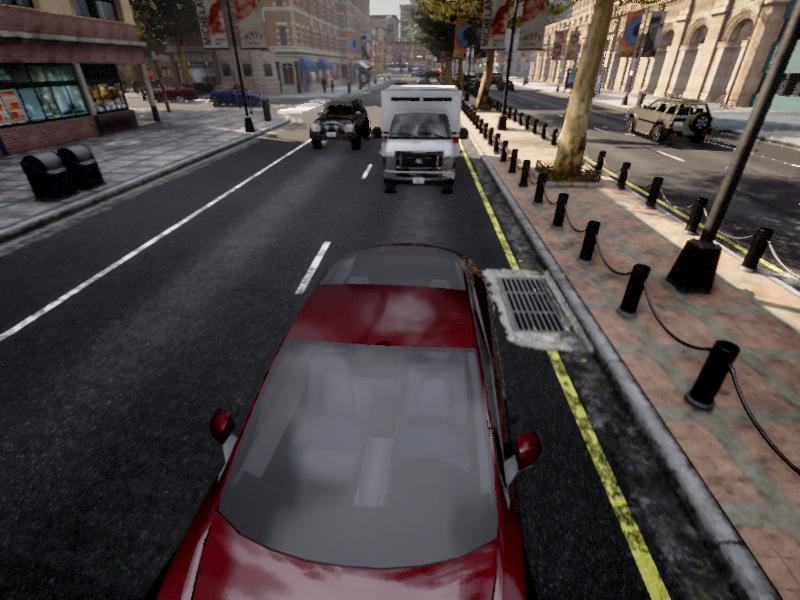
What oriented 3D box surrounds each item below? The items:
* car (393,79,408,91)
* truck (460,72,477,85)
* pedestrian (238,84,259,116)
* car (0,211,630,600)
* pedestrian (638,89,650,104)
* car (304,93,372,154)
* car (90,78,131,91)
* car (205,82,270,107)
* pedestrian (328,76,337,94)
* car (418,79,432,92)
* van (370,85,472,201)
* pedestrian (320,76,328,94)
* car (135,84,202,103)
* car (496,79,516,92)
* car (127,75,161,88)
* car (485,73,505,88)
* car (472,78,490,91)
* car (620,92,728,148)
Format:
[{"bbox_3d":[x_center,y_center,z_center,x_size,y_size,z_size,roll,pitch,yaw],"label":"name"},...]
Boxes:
[{"bbox_3d":[0.073,-31.142,57.923,1.895,1.301,4.718,2,30,3],"label":"car"},{"bbox_3d":[12.694,-41.414,74.710,2.390,2.098,6.274,2,30,3],"label":"truck"},{"bbox_3d":[-9.790,-12.981,25.970,0.751,1.860,0.751,2,30,3],"label":"pedestrian"},{"bbox_3d":[-0.121,0.770,3.227,2.163,1.488,4.792,3,30,6],"label":"car"},{"bbox_3d":[21.589,-17.998,35.354,0.500,1.100,0.500,4,31,6],"label":"pedestrian"},{"bbox_3d":[-2.520,-7.848,17.535,1.932,1.855,4.605,2,31,3],"label":"car"},{"bbox_3d":[-41.550,-31.041,57.540,2.128,1.511,4.902,2,30,3],"label":"car"},{"bbox_3d":[-13.948,-17.766,34.555,4.553,1.767,2.097,2,30,3],"label":"car"},{"bbox_3d":[-7.897,-25.024,46.555,0.751,1.860,0.751,1,30,2],"label":"pedestrian"},{"bbox_3d":[3.373,-29.356,54.738,1.812,1.442,4.674,2,30,3],"label":"car"},{"bbox_3d":[0.650,-5.254,12.572,2.351,2.431,6.366,2,30,3],"label":"van"},{"bbox_3d":[-8.806,-25.002,46.517,0.751,1.860,0.751,-4,31,-6],"label":"pedestrian"},{"bbox_3d":[-21.905,-19.631,37.982,5.008,1.535,1.882,1,30,2],"label":"car"},{"bbox_3d":[15.026,-30.536,56.830,1.970,1.475,3.806,2,30,3],"label":"car"},{"bbox_3d":[-41.112,-35.177,64.414,1.930,1.638,5.238,2,30,3],"label":"car"},{"bbox_3d":[15.634,-36.293,66.029,2.150,2.045,5.566,2,30,3],"label":"car"},{"bbox_3d":[11.575,-31.077,57.637,1.837,1.490,4.892,2,30,3],"label":"car"},{"bbox_3d":[12.569,-8.588,18.833,1.932,1.855,4.605,2,31,3],"label":"car"}]
